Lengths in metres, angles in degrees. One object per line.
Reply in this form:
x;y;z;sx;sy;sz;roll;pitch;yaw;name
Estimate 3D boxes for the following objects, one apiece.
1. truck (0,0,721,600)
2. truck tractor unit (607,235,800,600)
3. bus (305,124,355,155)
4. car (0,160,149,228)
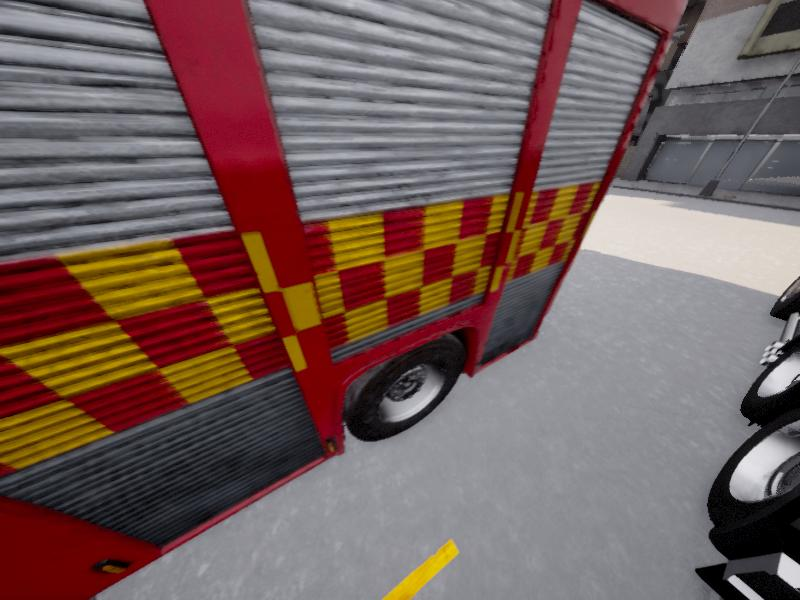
-2.653;-0.307;1.069;8.468;3.827;2.891;-19;39;-25;truck
5.058;-0.351;0.846;6.516;4.208;3.053;-20;40;-26;truck tractor unit
-12.639;-30.047;43.289;3.944;4.253;10.273;7;36;12;bus
-11.289;-3.526;7.494;3.705;1.547;1.789;-18;39;-24;car
